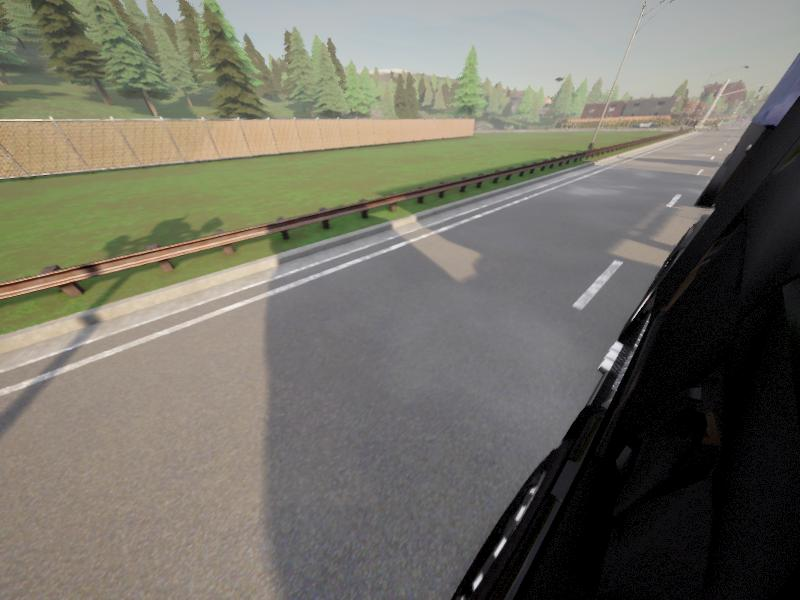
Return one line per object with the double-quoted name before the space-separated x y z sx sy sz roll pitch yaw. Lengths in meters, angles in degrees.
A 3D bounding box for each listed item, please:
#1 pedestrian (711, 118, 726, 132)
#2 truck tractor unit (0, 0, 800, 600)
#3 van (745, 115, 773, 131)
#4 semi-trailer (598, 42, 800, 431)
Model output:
"pedestrian" 53.723 -29.545 38.996 0.751 1.860 0.751 -29 44 -31
"truck tractor unit" 2.645 -0.295 0.351 6.516 4.208 3.053 -28 44 -30
"van" 60.505 -29.833 38.978 4.442 1.987 1.775 -28 44 -30
"semi-trailer" 8.704 -3.563 4.273 14.254 4.402 2.717 -28 44 -30
